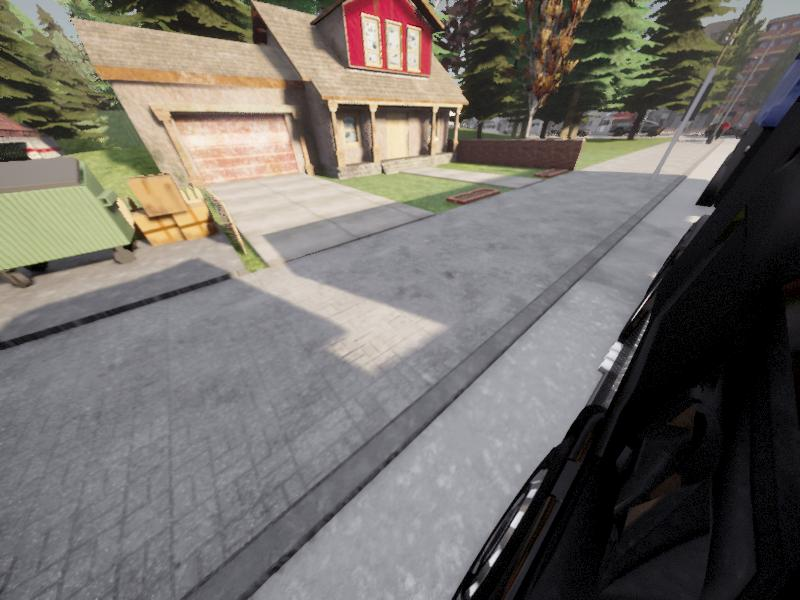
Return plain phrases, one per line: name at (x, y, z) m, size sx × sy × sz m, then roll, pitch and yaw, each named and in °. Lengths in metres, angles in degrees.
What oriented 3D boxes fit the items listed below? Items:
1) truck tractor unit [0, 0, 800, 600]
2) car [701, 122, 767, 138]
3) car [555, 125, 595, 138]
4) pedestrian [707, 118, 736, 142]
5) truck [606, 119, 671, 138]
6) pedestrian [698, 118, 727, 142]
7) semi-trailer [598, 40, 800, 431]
truck tractor unit at (2.645, -0.295, 0.351) m, size 6.516 × 4.208 × 3.053 m, roll -28°, pitch 44°, yaw -30°
car at (41.740, -21.371, 29.049) m, size 1.816 × 1.474 × 4.193 m, roll -12°, pitch 38°, yaw -13°
car at (30.884, -29.830, 40.920) m, size 2.152 × 1.651 × 5.027 m, roll -28°, pitch 44°, yaw -30°
pedestrian at (31.855, -16.848, 22.918) m, size 0.751 × 1.860 × 0.751 m, roll -19°, pitch 40°, yaw -21°
truck at (36.360, -26.275, 35.432) m, size 2.390 × 2.098 × 6.274 m, roll -28°, pitch 43°, yaw -30°
pedestrian at (31.257, -16.972, 23.117) m, size 0.751 × 1.860 × 0.751 m, roll -17°, pitch 39°, yaw -19°
semi-trailer at (8.703, -3.576, 4.261) m, size 14.254 × 4.402 × 2.717 m, roll -28°, pitch 44°, yaw -30°
